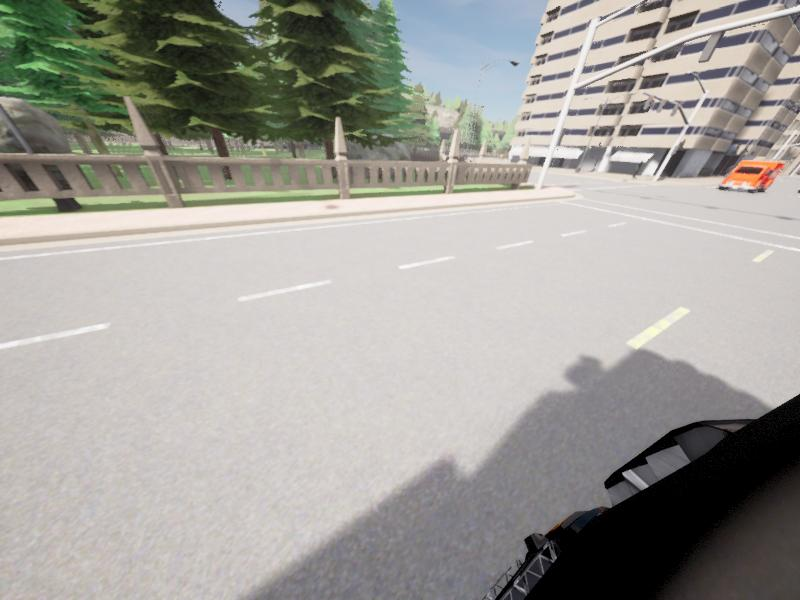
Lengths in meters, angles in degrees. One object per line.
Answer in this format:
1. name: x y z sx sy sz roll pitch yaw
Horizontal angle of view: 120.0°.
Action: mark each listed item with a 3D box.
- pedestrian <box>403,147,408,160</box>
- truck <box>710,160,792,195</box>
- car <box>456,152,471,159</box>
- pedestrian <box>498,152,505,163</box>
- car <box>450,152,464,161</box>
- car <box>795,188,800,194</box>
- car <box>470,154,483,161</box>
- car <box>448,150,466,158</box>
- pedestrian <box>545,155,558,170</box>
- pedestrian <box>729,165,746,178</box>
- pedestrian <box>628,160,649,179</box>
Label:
1. pedestrian: 0.953 -26.507 41.845 0.751 1.860 0.751 2 34 -2
2. truck: 32.144 -11.297 21.200 5.204 2.467 2.627 -15 37 -25
3. car: 18.070 -40.988 65.656 1.812 1.442 4.674 29 41 34
4. pedestrian: 22.109 -31.071 50.338 0.751 1.860 0.751 15 35 17
5. car: 13.053 -32.903 52.892 2.242 1.667 4.611 12 35 14
6. car: 41.441 -11.101 22.617 4.181 1.385 1.994 -15 37 -25
7. car: 18.643 -34.785 56.429 1.994 1.385 4.181 18 36 21
8. car: 17.065 -43.508 68.828 5.566 2.045 2.150 -26 43 -36
9. pedestrian: 22.834 -20.760 34.869 0.751 1.860 0.751 -5 34 -12
10. pedestrian: 55.709 -21.164 38.099 0.751 1.860 0.751 -20 40 -31
11. pedestrian: 27.244 -14.930 26.430 0.751 1.860 0.751 -11 36 -20
